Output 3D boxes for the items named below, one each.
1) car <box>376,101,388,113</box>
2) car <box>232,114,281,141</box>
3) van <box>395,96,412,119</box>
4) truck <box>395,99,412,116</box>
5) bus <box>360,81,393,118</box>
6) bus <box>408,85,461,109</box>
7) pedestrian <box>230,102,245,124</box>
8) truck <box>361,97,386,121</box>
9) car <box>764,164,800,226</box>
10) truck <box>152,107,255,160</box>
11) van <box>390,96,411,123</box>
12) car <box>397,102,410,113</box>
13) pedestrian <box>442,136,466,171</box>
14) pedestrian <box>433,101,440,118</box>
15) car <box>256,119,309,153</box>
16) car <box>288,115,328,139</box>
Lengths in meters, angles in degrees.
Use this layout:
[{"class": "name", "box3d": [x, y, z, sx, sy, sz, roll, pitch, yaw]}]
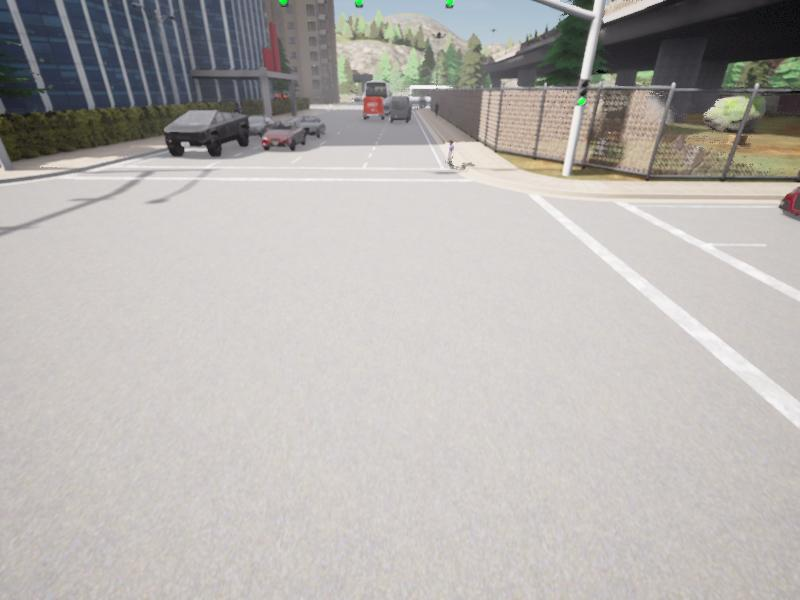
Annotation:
[{"class": "car", "box3d": [-2.959, -32.119, 66.538, 1.801, 1.575, 5.366, 1, 27, 0]}, {"class": "car", "box3d": [-10.255, -12.575, 28.979, 1.812, 1.442, 4.674, 0, 27, 0]}, {"class": "van", "box3d": [0.437, -25.237, 52.309, 1.988, 2.561, 5.915, 1, 28, 0]}, {"class": "truck", "box3d": [0.490, -28.924, 59.879, 2.390, 2.098, 6.274, 1, 27, 0]}, {"class": "bus", "box3d": [-3.147, -28.357, 56.400, 3.944, 4.253, 10.273, 1, 27, 0]}, {"class": "bus", "box3d": [6.911, -41.516, 81.974, 10.273, 4.253, 3.944, 1, 27, 0]}, {"class": "pedestrian", "box3d": [-15.388, -17.678, 37.886, 0.751, 1.860, 0.751, 6, 28, 10]}, {"class": "truck", "box3d": [-3.099, -23.145, 48.300, 2.627, 2.467, 5.204, 1, 27, 0]}, {"class": "car", "box3d": [12.647, -2.635, 10.390, 4.181, 1.385, 1.994, 1, 27, 0]}, {"class": "truck", "box3d": [-10.309, -9.241, 21.854, 2.390, 2.098, 6.274, 1, 27, 0]}, {"class": "van", "box3d": [0.107, -21.386, 44.887, 1.988, 2.561, 5.915, 2, 27, 3]}, {"class": "car", "box3d": [0.544, -32.249, 66.913, 2.128, 1.511, 4.902, 1, 27, 0]}, {"class": "pedestrian", "box3d": [2.275, -6.255, 17.106, 0.751, 1.300, 0.751, -4, 28, -9]}, {"class": "pedestrian", "box3d": [4.605, -24.058, 50.453, 0.751, 1.860, 0.751, 1, 27, 1]}, {"class": "car", "box3d": [-6.797, -9.760, 23.580, 1.816, 1.474, 4.193, 0, 27, 0]}, {"class": "car", "box3d": [-6.758, -12.941, 29.816, 1.994, 1.385, 4.181, 0, 27, -1]}]
